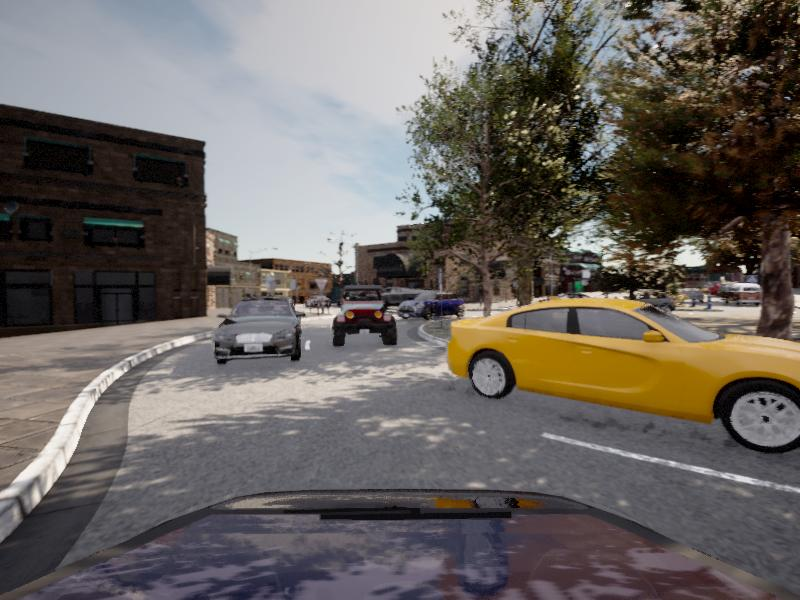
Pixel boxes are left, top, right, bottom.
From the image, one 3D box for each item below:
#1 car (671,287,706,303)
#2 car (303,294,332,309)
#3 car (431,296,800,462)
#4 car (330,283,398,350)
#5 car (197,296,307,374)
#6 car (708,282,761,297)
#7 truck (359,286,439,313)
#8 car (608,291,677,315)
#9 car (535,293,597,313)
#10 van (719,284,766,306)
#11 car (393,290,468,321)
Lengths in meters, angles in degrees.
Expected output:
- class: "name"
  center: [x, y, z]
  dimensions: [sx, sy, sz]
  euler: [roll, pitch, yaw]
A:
- class: "car"
  center: [32.371, -0.555, 45.031]
  dimensions: [2.152, 1.651, 5.027]
  euler: [0, 2, 24]
- class: "car"
  center: [-9.703, 0.167, 46.720]
  dimensions: [2.038, 1.542, 4.974]
  euler: [0, 0, -28]
- class: "car"
  center: [3.011, 0.722, 5.712]
  dimensions: [5.008, 1.535, 1.882]
  euler: [1, 2, 42]
- class: "car"
  center: [-1.230, 0.432, 13.280]
  dimensions: [1.905, 1.878, 3.866]
  euler: [0, 1, -7]
- class: "car"
  center: [-3.612, 0.687, 10.673]
  dimensions: [2.128, 1.511, 4.902]
  euler: [-1, 1, -14]
- class: "car"
  center: [48.526, -1.528, 58.158]
  dimensions: [5.566, 2.045, 2.435]
  euler: [0, 3, 31]
- class: "truck"
  center: [-0.122, -0.050, 33.512]
  dimensions: [6.274, 2.098, 2.390]
  euler: [0, 2, 30]
- class: "car"
  center: [16.936, 0.184, 28.190]
  dimensions: [3.988, 1.617, 1.851]
  euler: [0, 1, 24]
- class: "car"
  center: [13.061, 0.209, 31.751]
  dimensions: [4.193, 1.474, 1.816]
  euler: [0, 1, 4]
- class: "van"
  center: [32.885, -0.530, 38.562]
  dimensions: [2.069, 2.038, 4.480]
  euler: [0, 2, 21]
- class: "car"
  center: [1.949, 0.255, 24.474]
  dimensions: [4.553, 1.767, 2.097]
  euler: [-1, 2, -44]
